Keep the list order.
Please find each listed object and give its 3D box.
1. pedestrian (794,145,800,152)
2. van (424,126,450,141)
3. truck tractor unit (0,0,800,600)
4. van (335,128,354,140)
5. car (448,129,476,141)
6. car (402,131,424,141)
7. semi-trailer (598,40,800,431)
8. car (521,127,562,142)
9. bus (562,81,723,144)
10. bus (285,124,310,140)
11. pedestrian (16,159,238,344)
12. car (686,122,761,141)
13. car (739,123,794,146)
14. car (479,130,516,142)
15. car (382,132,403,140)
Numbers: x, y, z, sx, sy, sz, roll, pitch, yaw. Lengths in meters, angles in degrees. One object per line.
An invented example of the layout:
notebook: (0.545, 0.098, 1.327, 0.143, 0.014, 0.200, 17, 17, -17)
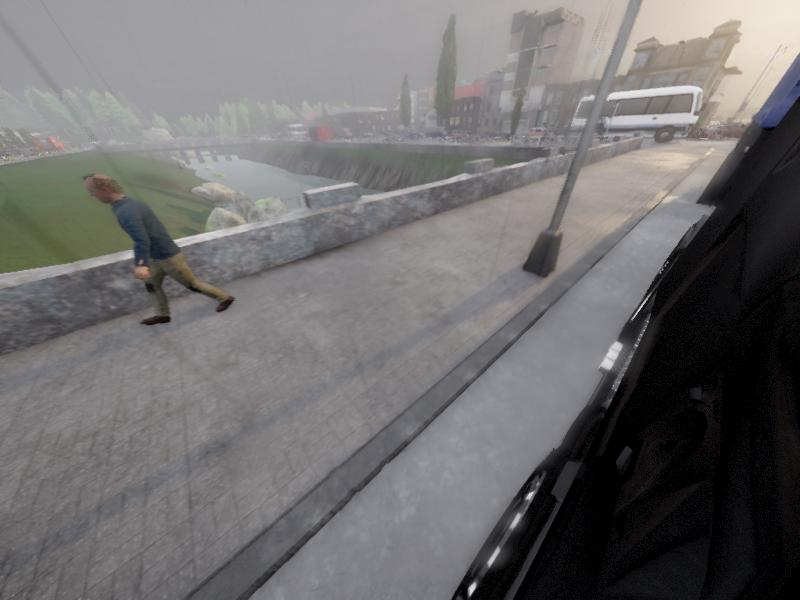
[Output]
pedestrian: (25.709, -10.175, 14.106, 0.751, 1.860, 0.751, -22, 41, -24)
van: (6.591, -29.963, 41.649, 1.775, 1.987, 4.442, -28, 44, -30)
truck tractor unit: (2.645, -0.295, 0.352, 6.516, 4.208, 3.053, -28, 44, -30)
van: (-14.944, -44.946, 62.494, 1.988, 2.561, 5.915, -28, 45, -30)
car: (10.205, -27.285, 38.277, 1.970, 1.475, 3.806, -28, 44, -30)
car: (2.544, -32.540, 45.764, 1.816, 1.474, 4.193, -28, 44, -30)
semi-trailer: (8.699, -3.599, 4.236, 14.254, 4.402, 2.717, -28, 44, -30)
car: (18.431, -21.641, 30.237, 1.970, 1.475, 3.806, -28, 44, -30)
bus: (24.062, -19.033, 24.095, 3.944, 4.253, 10.273, -29, 44, -31)
bus: (-37.316, -61.062, 83.963, 3.944, 4.253, 10.273, -28, 44, -30)
pedestrian: (-2.833, -0.522, 2.732, 0.751, 1.860, 0.751, -28, 44, -30)
car: (32.672, -17.152, 23.472, 4.181, 1.385, 1.994, -1, 37, 2)
car: (30.421, -13.867, 19.275, 4.718, 1.301, 1.895, -28, 44, -30)
car: (14.351, -24.374, 34.287, 1.895, 1.301, 4.718, -28, 44, -30)
car: (-1.657, -35.350, 49.922, 1.895, 1.301, 4.718, -28, 44, -30)
